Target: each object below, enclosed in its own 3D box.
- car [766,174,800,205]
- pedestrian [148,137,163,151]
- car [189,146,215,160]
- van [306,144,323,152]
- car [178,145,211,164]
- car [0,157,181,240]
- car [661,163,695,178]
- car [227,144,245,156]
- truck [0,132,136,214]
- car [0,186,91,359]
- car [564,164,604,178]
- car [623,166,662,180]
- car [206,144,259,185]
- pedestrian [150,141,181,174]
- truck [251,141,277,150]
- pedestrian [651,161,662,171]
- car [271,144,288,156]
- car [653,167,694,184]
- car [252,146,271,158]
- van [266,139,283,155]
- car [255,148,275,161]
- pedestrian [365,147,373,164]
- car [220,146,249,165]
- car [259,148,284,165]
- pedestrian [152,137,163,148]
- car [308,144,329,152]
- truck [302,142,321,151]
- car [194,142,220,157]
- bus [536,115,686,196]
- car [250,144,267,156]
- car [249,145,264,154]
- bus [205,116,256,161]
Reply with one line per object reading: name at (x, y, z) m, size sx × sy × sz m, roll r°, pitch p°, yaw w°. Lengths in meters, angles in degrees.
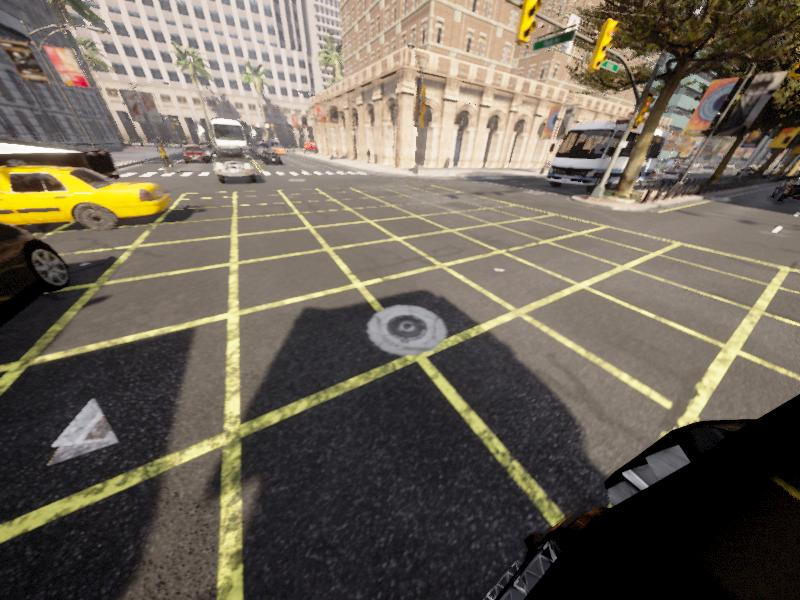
car at (29.615, -8.138, 16.976) m, size 5.238 × 1.638 × 1.930 m, roll -24°, pitch 42°, yaw -35°
pedestrian at (-38.083, -24.328, 36.021) m, size 0.751 × 1.860 × 0.751 m, roll -13°, pitch 37°, yaw -22°
car at (-25.049, -18.773, 29.396) m, size 1.895 × 1.301 × 4.718 m, roll -16°, pitch 38°, yaw -26°
van at (-27.682, -49.427, 74.942) m, size 4.480 × 2.038 × 2.069 m, roll -16°, pitch 38°, yaw -26°
car at (-21.586, -15.463, 24.503) m, size 1.812 × 1.442 × 4.674 m, roll -16°, pitch 38°, yaw -26°
car at (-9.464, -2.609, 5.805) m, size 5.366 × 1.575 × 1.801 m, roll -16°, pitch 38°, yaw -26°
car at (42.528, -19.841, 35.411) m, size 3.866 × 1.878 × 1.905 m, roll -16°, pitch 38°, yaw -26°
car at (-27.624, -25.309, 38.894) m, size 2.007 × 1.525 × 4.514 m, roll -16°, pitch 38°, yaw -26°
truck at (-13.350, -3.940, 7.065) m, size 6.274 × 2.098 × 2.390 m, roll -16°, pitch 38°, yaw -26°
car at (-5.604, 0.080, 2.110) m, size 1.970 × 1.475 × 3.806 m, roll -16°, pitch 38°, yaw -26°
car at (22.955, -16.070, 28.802) m, size 4.718 × 1.301 × 1.895 m, roll -16°, pitch 38°, yaw -26°
car at (31.314, -16.410, 29.871) m, size 4.181 × 1.385 × 1.994 m, roll -16°, pitch 38°, yaw -26°
car at (-10.387, -8.558, 14.473) m, size 1.932 × 1.855 × 4.605 m, roll -16°, pitch 38°, yaw -26°
pedestrian at (-16.033, -9.752, 15.841) m, size 0.751 × 1.860 × 0.751 m, roll -18°, pitch 39°, yaw -28°
truck at (-39.134, -44.630, 66.780) m, size 2.390 × 2.098 × 6.274 m, roll 14°, pitch 35°, yaw 17°
pedestrian at (54.095, -28.275, 48.732) m, size 0.751 × 1.860 × 0.751 m, roll -21°, pitch 40°, yaw -31°
car at (-22.987, -28.569, 43.925) m, size 2.097 × 1.767 × 4.553 m, roll -16°, pitch 38°, yaw -26°
car at (31.673, -14.439, 26.769) m, size 3.633 × 1.501 × 1.845 m, roll -17°, pitch 38°, yaw -27°
car at (-22.539, -24.074, 37.516) m, size 2.033 × 1.411 × 5.357 m, roll -16°, pitch 38°, yaw -26°
van at (-26.570, -32.425, 48.825) m, size 1.988 × 2.561 × 5.915 m, roll -16°, pitch 38°, yaw -26°
car at (-18.985, -20.503, 32.458) m, size 1.895 × 1.301 × 4.718 m, roll -16°, pitch 38°, yaw -26°
pedestrian at (-4.089, -18.977, 30.404) m, size 0.751 × 1.860 × 0.751 m, roll -16°, pitch 38°, yaw -26°
car at (-18.030, -15.844, 25.261) m, size 2.038 × 1.542 × 4.974 m, roll -16°, pitch 38°, yaw -26°
car at (-14.804, -16.476, 26.505) m, size 1.816 × 1.474 × 4.193 m, roll -16°, pitch 38°, yaw -26°
pedestrian at (-46.702, -30.392, 44.572) m, size 0.751 × 1.860 × 0.751 m, roll -19°, pitch 39°, yaw -29°
car at (-25.663, -47.775, 72.585) m, size 5.566 × 2.045 × 2.150 m, roll -16°, pitch 38°, yaw -26°
truck at (-29.558, -51.301, 77.244) m, size 5.204 × 2.467 × 2.627 m, roll -16°, pitch 38°, yaw -26°
car at (-28.539, -22.408, 34.304) m, size 2.242 × 1.667 × 4.611 m, roll -16°, pitch 38°, yaw -26°
bus at (16.306, -11.002, 17.969) m, size 10.273 × 4.253 × 3.944 m, roll -16°, pitch 38°, yaw -26°
car at (-26.154, -27.726, 42.574) m, size 2.152 × 1.651 × 5.027 m, roll -16°, pitch 38°, yaw -25°
car at (-29.915, -31.375, 48.030) m, size 2.033 × 1.411 × 5.357 m, roll -16°, pitch 38°, yaw -26°
bus at (-23.016, -22.038, 31.805) m, size 3.944 × 4.253 × 10.273 m, roll -16°, pitch 38°, yaw -26°
